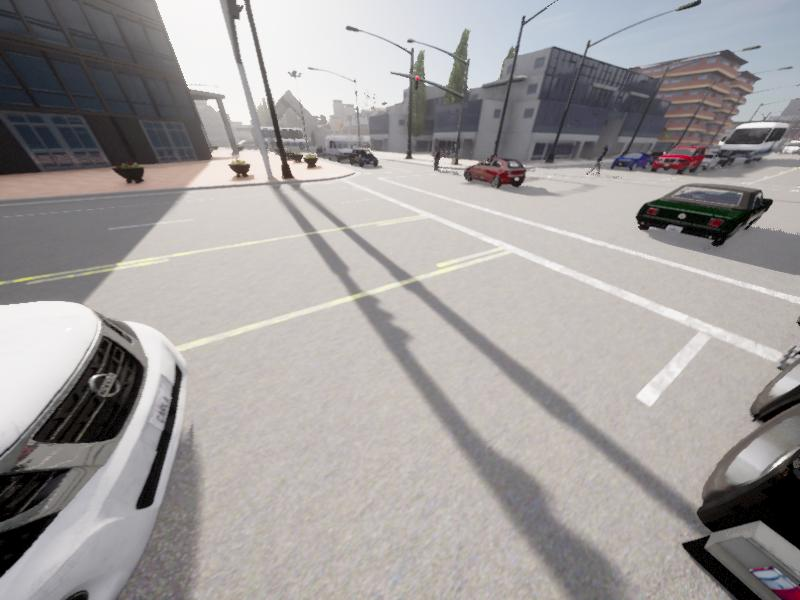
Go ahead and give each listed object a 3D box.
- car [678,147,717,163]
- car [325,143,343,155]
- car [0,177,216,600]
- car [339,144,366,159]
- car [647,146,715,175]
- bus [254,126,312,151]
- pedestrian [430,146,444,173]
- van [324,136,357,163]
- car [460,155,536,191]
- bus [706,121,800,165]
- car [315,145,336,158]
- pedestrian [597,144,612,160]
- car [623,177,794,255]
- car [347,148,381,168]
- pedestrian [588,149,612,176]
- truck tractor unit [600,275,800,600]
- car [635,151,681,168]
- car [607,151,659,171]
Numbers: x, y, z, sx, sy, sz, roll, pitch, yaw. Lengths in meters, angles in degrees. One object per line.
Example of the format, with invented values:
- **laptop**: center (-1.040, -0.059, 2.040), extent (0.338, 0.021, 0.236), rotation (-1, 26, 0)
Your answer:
- **car**: center (41.865, -20.419, 32.469), extent (5.008, 1.535, 1.882), rotation (-19, 39, -24)
- **car**: center (-11.910, -27.277, 41.640), extent (1.930, 1.638, 5.238), rotation (-14, 37, -20)
- **car**: center (-4.121, 1.284, 0.328), extent (5.566, 2.045, 2.150), rotation (-18, 39, -24)
- **car**: center (-6.992, -21.766, 33.779), extent (1.930, 1.638, 5.238), rotation (-19, 39, -26)
- **car**: center (26.190, -13.094, 21.572), extent (5.566, 2.045, 2.150), rotation (-18, 39, -25)
- **bus**: center (-25.514, -35.754, 51.289), extent (10.273, 4.253, 3.944), rotation (-6, 36, -10)
- **pedestrian**: center (3.091, -11.730, 19.266), extent (0.751, 1.860, 0.751), rotation (-6, 35, -10)
- **van**: center (-7.376, -18.513, 28.270), extent (1.988, 2.561, 5.915), rotation (-17, 39, -24)
- **car**: center (5.793, -8.008, 14.345), extent (1.816, 1.474, 4.193), rotation (-11, 36, -17)
- **bus**: center (46.592, -20.734, 30.484), extent (10.273, 4.253, 3.944), rotation (-19, 39, -24)
- **car**: center (-10.758, -21.421, 33.287), extent (1.845, 1.501, 3.633), rotation (-18, 39, -25)
- **pedestrian**: center (29.501, -21.370, 33.341), extent (0.751, 1.860, 0.751), rotation (-16, 38, -23)
- **car**: center (9.346, -2.776, 7.010), extent (4.718, 1.301, 1.895), rotation (-18, 39, -25)
- **car**: center (-3.685, -14.339, 23.252), extent (1.816, 1.474, 4.193), rotation (-17, 39, -24)
- **pedestrian**: center (16.027, -11.068, 18.605), extent (0.751, 1.860, 0.751), rotation (19, 39, 24)
- **truck tractor unit**: center (5.134, -0.275, 0.757), extent (6.516, 4.208, 3.053), rotation (-17, 39, -23)
- **car**: center (30.023, -16.417, 26.898), extent (4.892, 1.490, 1.837), rotation (-18, 39, -24)
- **car**: center (24.410, -14.621, 24.193), extent (5.008, 1.535, 1.882), rotation (-18, 39, -25)
